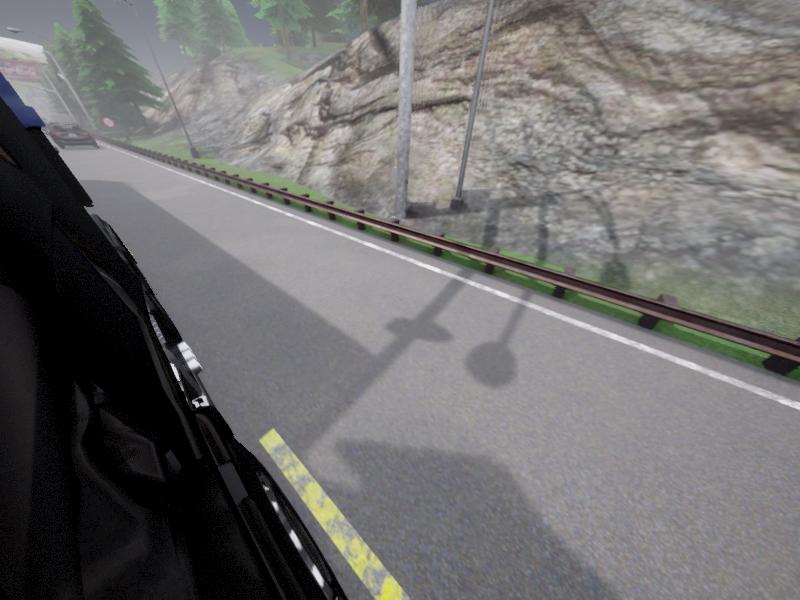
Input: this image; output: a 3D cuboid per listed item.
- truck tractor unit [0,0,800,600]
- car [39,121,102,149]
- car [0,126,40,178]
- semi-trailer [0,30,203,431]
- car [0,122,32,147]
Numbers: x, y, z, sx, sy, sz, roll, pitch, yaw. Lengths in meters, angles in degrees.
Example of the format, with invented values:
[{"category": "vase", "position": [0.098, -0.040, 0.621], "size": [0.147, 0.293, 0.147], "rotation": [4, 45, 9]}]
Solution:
[{"category": "truck tractor unit", "position": [-2.645, -0.295, 0.351], "size": [6.516, 4.208, 3.053], "rotation": [28, 44, 30]}, {"category": "car", "position": [-27.735, -13.899, 19.435], "size": [4.611, 1.667, 2.242], "rotation": [26, 43, 29]}, {"category": "car", "position": [-18.281, -6.597, 10.143], "size": [4.856, 1.649, 2.033], "rotation": [26, 43, 29]}, {"category": "semi-trailer", "position": [-8.818, -3.498, 4.141], "size": [14.254, 4.402, 2.717], "rotation": [27, 43, 29]}, {"category": "car", "position": [-32.358, -13.461, 18.724], "size": [4.902, 1.511, 2.128], "rotation": [26, 43, 29]}]
